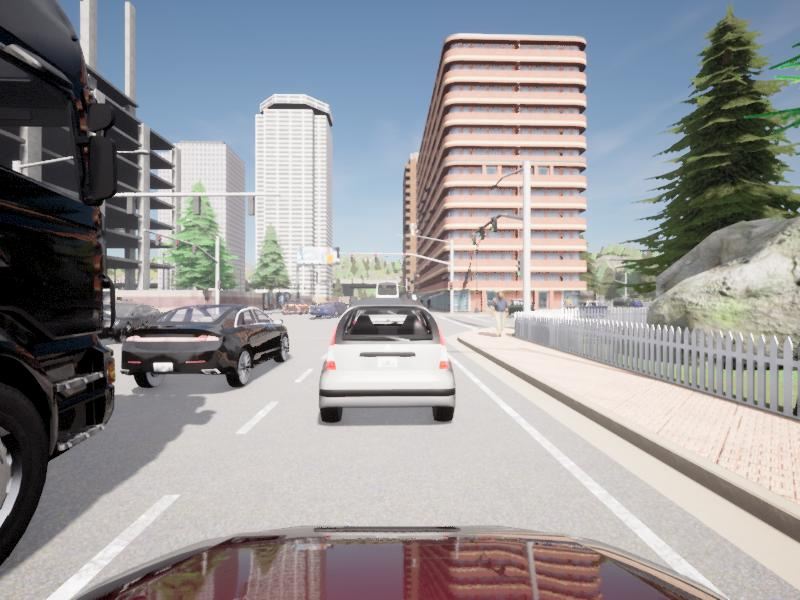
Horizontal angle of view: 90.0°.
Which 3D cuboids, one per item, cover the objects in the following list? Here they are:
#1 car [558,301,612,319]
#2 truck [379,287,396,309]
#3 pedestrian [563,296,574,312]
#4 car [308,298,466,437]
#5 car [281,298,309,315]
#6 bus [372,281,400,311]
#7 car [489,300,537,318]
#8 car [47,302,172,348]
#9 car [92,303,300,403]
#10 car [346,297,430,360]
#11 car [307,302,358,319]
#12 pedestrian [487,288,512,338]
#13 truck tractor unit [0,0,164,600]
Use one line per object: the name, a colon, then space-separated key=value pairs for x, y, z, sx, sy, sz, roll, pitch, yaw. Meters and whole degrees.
car: x=15.441 y=0.798 z=33.417 sx=3.806 sy=1.475 sz=1.970 roll=0 pitch=0 yaw=-22
truck: x=-2.345 y=-0.325 z=74.066 sx=2.891 sy=3.827 sz=8.468 roll=0 pitch=0 yaw=-2
pedestrian: x=19.068 y=0.429 z=45.290 sx=0.751 sy=1.860 sz=0.751 roll=0 pitch=0 yaw=-23
car: x=-0.207 y=0.788 z=6.686 sx=1.851 sy=1.617 sz=3.988 roll=0 pitch=0 yaw=-2
car: x=-11.956 y=0.694 z=45.747 sx=2.097 sy=1.767 sz=4.553 roll=0 pitch=0 yaw=-2
bus: x=-2.067 y=-0.533 z=61.354 sx=3.944 sy=4.253 sz=10.273 roll=0 pitch=0 yaw=-2
car: x=10.037 y=0.759 z=35.522 sx=3.705 sy=1.549 sz=1.789 roll=0 pitch=0 yaw=-14
car: x=-11.077 y=0.852 z=15.799 sx=2.163 sy=1.488 sz=4.792 roll=0 pitch=0 yaw=-11
car: x=-3.774 y=0.836 z=8.674 sx=2.128 sy=1.511 sz=4.902 roll=0 pitch=0 yaw=-2
car: x=-0.383 y=0.756 z=12.936 sx=2.242 sy=1.667 sz=4.611 roll=0 pitch=0 yaw=-2
car: x=-5.857 y=0.872 z=35.542 sx=2.033 sy=1.411 sz=5.357 roll=0 pitch=0 yaw=22
pedestrian: x=3.753 y=0.485 z=15.116 sx=0.751 sy=1.860 sz=0.751 roll=0 pitch=0 yaw=-2
truck tractor unit: x=-3.405 y=-0.516 z=0.104 sx=3.053 sy=4.208 sz=6.516 roll=0 pitch=0 yaw=-3
